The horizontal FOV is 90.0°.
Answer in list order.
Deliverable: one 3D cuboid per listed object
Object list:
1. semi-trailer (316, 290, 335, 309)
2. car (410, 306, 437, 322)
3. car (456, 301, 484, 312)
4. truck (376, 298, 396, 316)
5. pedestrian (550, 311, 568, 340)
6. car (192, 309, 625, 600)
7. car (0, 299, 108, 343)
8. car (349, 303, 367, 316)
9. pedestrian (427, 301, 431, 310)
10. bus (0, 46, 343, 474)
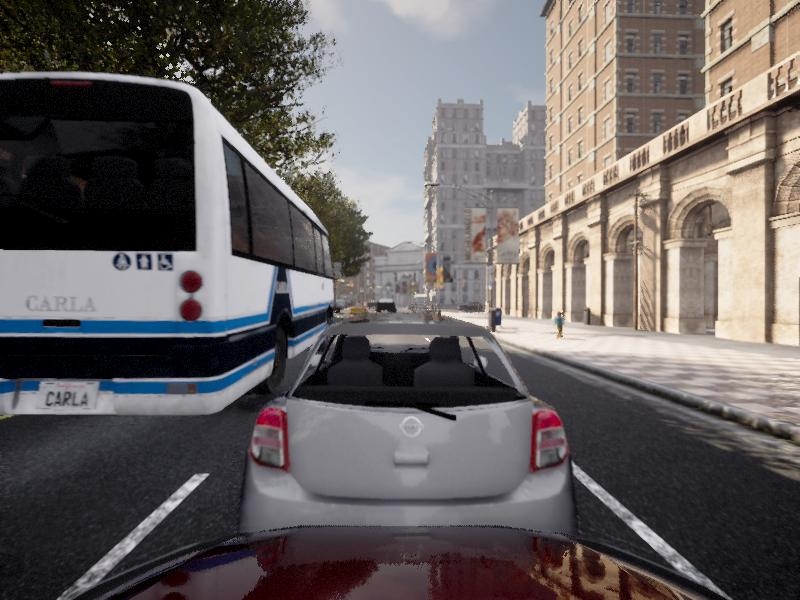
[{"bbox_3d":[-18.454,-0.055,100.005,2.717,4.402,14.254,0,0,-2],"label":"semi-trailer"},{"bbox_3d":[2.039,1.198,35.927,1.895,1.301,4.718,0,0,-2],"label":"car"},{"bbox_3d":[12.818,1.236,73.338,4.605,1.855,1.932,1,0,-2],"label":"car"},{"bbox_3d":[-1.745,0.873,50.094,2.390,2.098,6.274,0,0,-2],"label":"truck"},{"bbox_3d":[6.371,1.018,16.059,0.500,1.100,0.500,0,0,-4],"label":"pedestrian"},{"bbox_3d":[-0.010,0.859,3.534,1.845,1.501,3.633,1,-1,-2],"label":"car"},{"bbox_3d":[-15.550,0.795,17.458,1.930,1.638,5.238,0,0,-2],"label":"car"},{"bbox_3d":[-5.289,1.116,50.912,1.801,1.575,5.366,0,0,-1],"label":"car"},{"bbox_3d":[6.220,1.107,85.789,0.751,1.860,0.751,0,0,-18],"label":"pedestrian"},{"bbox_3d":[-3.831,-0.478,9.120,3.944,4.253,10.273,0,1,-2],"label":"bus"}]
